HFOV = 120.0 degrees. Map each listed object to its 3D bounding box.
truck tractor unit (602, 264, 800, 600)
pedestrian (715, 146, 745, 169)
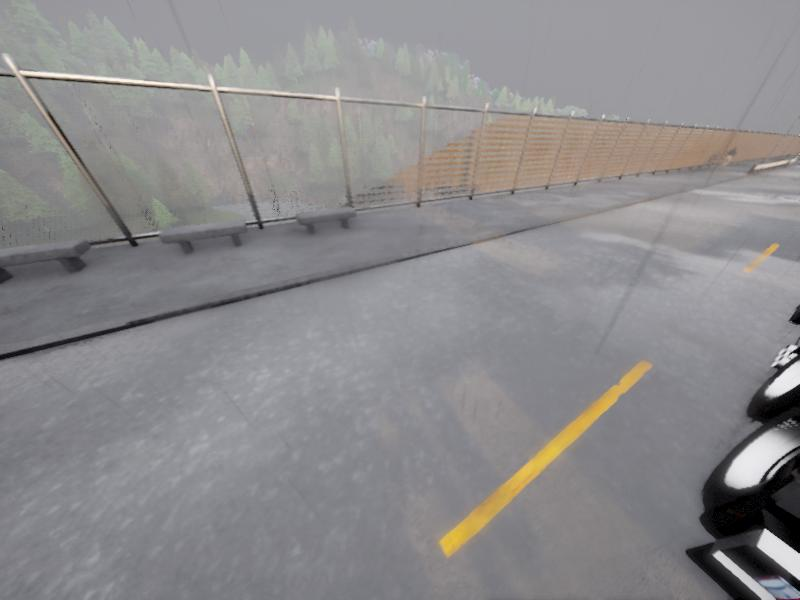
[{"bbox_3d":[5.114,-0.297,0.783,6.516,4.208,3.053,-18,39,-24],"label":"truck tractor unit"},{"bbox_3d":[31.345,-13.572,21.983,0.751,1.860,0.751,-17,38,-23],"label":"pedestrian"}]
